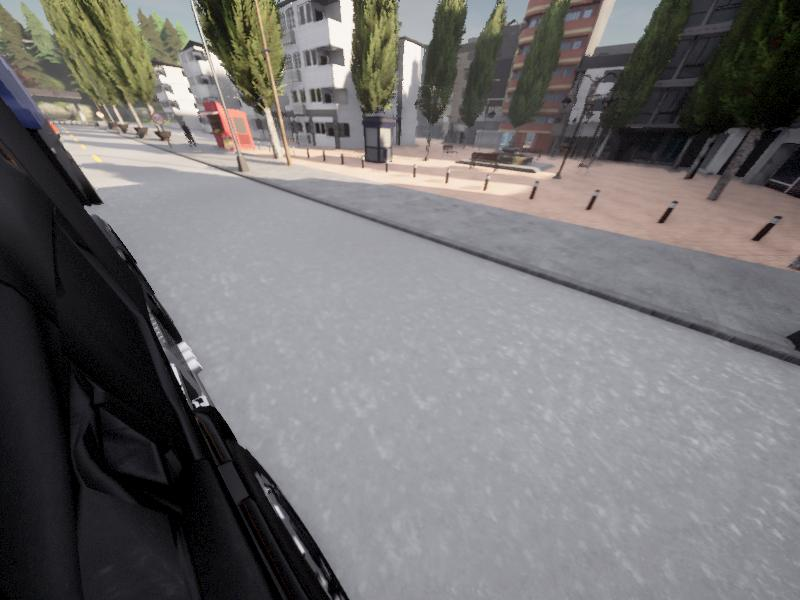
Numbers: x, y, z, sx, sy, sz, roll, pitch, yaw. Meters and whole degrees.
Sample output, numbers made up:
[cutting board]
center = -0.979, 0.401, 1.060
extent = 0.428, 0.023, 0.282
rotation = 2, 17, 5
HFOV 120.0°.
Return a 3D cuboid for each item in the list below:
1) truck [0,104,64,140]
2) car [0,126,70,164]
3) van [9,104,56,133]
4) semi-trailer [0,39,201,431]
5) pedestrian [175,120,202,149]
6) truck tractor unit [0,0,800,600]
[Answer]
[truck]
center = -35.033, -16.885, 21.932
extent = 5.204, 2.467, 2.627
rotation = 28, 43, 30
[car]
center = -20.361, -8.588, 12.691
extent = 4.181, 1.385, 1.994
rotation = 28, 43, 30
[van]
center = -45.376, -22.461, 28.659
extent = 5.915, 2.561, 1.988
rotation = 28, 43, 30
[semi-trailer]
center = -8.698, -3.605, 4.230
extent = 14.254, 4.402, 2.717
rotation = 28, 43, 30
[pedestrian]
center = -17.467, -13.662, 19.093
extent = 0.751, 1.860, 0.751
rotation = 19, 40, 21
[truck tractor unit]
center = -2.645, -0.295, 0.351
extent = 6.516, 4.208, 3.053
rotation = 28, 44, 30
